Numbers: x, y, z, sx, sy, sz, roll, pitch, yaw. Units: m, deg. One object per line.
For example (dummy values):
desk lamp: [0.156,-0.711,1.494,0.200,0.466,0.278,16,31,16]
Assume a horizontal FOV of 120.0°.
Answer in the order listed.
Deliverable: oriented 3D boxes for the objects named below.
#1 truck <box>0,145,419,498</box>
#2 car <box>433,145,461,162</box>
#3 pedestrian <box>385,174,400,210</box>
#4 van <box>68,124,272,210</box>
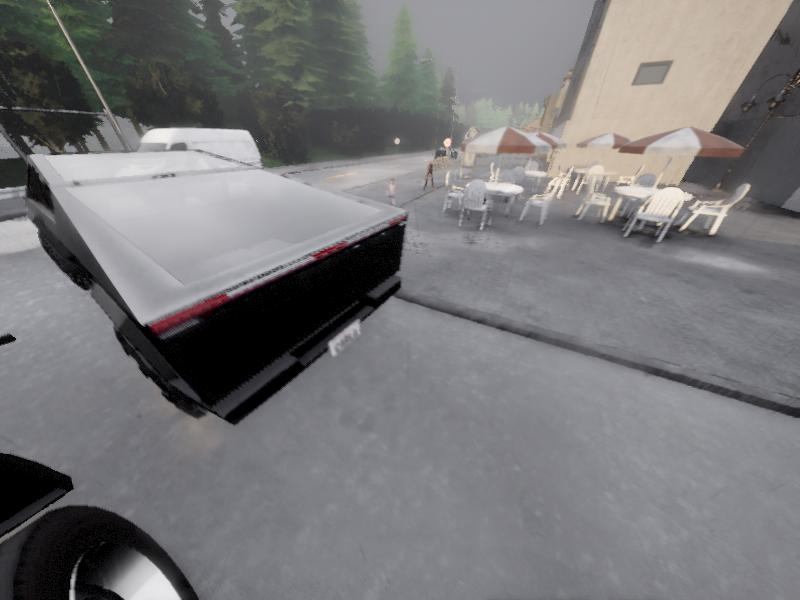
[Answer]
truck: [-3.109,-0.906,3.378,6.274,2.098,2.390,21,40,26]
car: [6.077,-18.728,29.462,1.882,1.535,5.008,17,38,22]
pedestrian: [-0.264,-3.847,8.264,0.500,1.100,0.500,-1,35,-2]
van: [-9.208,-6.201,10.481,1.988,2.561,5.915,11,36,15]
